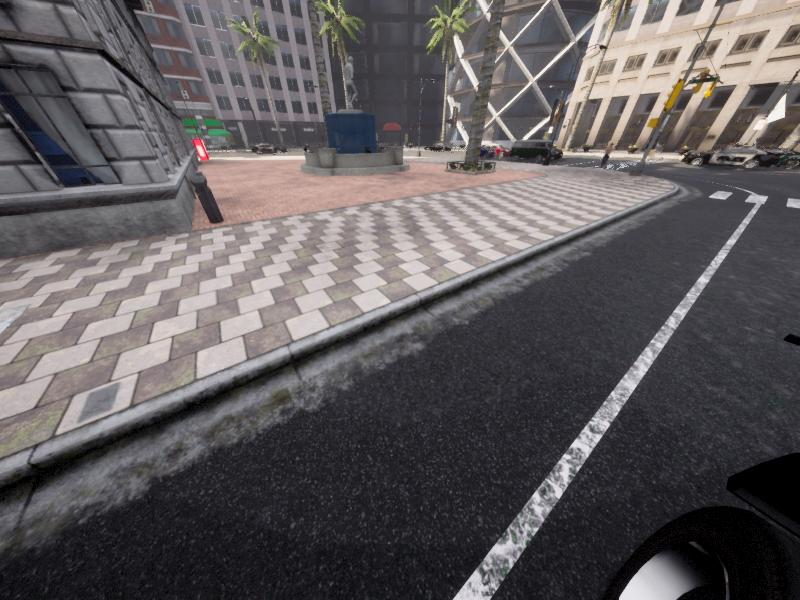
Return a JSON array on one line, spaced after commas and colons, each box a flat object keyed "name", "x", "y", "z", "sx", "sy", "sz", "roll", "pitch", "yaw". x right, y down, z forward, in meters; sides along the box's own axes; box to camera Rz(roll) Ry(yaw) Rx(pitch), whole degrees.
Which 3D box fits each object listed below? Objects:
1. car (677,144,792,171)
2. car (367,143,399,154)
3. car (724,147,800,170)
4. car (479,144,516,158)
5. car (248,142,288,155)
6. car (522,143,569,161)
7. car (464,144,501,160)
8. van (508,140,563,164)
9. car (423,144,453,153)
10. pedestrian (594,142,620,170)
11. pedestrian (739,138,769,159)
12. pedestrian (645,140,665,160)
[{"name": "car", "x": 27.910, "y": -12.169, "z": 19.572, "sx": 1.930, "sy": 1.638, "sz": 5.238, "roll": -22, "pitch": 41, "yaw": -28}, {"name": "car", "x": -2.743, "y": -24.927, "z": 38.009, "sx": 4.902, "sy": 1.511, "sz": 2.128, "roll": 6, "pitch": 36, "yaw": 9}, {"name": "car", "x": 31.878, "y": -12.313, "z": 19.986, "sx": 1.994, "sy": 1.385, "sz": 4.181, "roll": -22, "pitch": 41, "yaw": -28}, {"name": "car", "x": 12.970, "y": -19.974, "z": 30.900, "sx": 3.806, "sy": 1.475, "sz": 1.970, "roll": 28, "pitch": 44, "yaw": 34}, {"name": "car", "x": -21.366, "y": -24.684, "z": 37.681, "sx": 5.238, "sy": 1.638, "sz": 1.930, "roll": -9, "pitch": 36, "yaw": -13}, {"name": "car", "x": 16.941, "y": -17.408, "z": 27.116, "sx": 1.851, "sy": 1.617, "sz": 3.988, "roll": -24, "pitch": 42, "yaw": -30}, {"name": "car", "x": 10.314, "y": -18.714, "z": 29.081, "sx": 3.633, "sy": 1.501, "sz": 1.845, "roll": 27, "pitch": 44, "yaw": 33}, {"name": "van", "x": 14.436, "y": -16.113, "z": 24.967, "sx": 1.775, "sy": 1.987, "sz": 4.442, "roll": -24, "pitch": 41, "yaw": -30}, {"name": "car", "x": 6.779, "y": -27.210, "z": 41.372, "sx": 4.718, "sy": 1.301, "sz": 1.895, "roll": 15, "pitch": 38, "yaw": 21}, {"name": "pedestrian", "x": 16.896, "y": -11.777, "z": 18.861, "sx": 0.751, "sy": 1.860, "sz": 0.751, "roll": -21, "pitch": 40, "yaw": -27}, {"name": "pedestrian", "x": 37.786, "y": -16.175, "z": 24.695, "sx": 0.751, "sy": 1.860, "sz": 0.751, "roll": 19, "pitch": 40, "yaw": 26}, {"name": "pedestrian", "x": 28.997, "y": -17.058, "z": 26.273, "sx": 0.751, "sy": 1.860, "sz": 0.751, "roll": -27, "pitch": 43, "yaw": -32}]
